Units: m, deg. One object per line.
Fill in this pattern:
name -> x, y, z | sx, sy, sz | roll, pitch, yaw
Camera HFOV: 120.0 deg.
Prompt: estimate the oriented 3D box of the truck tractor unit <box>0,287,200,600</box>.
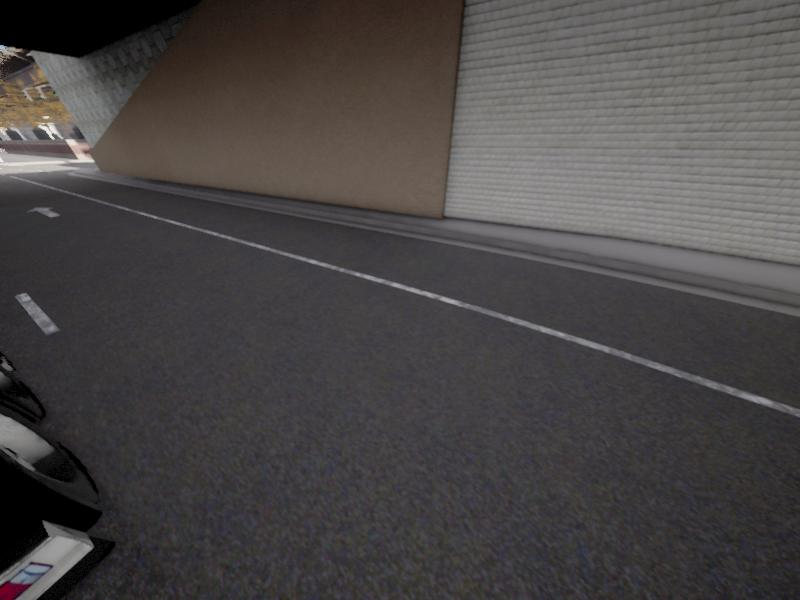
truck tractor unit -> -5.148, -0.261, 0.723 | 6.516, 4.208, 3.053 | 17, 38, 22
